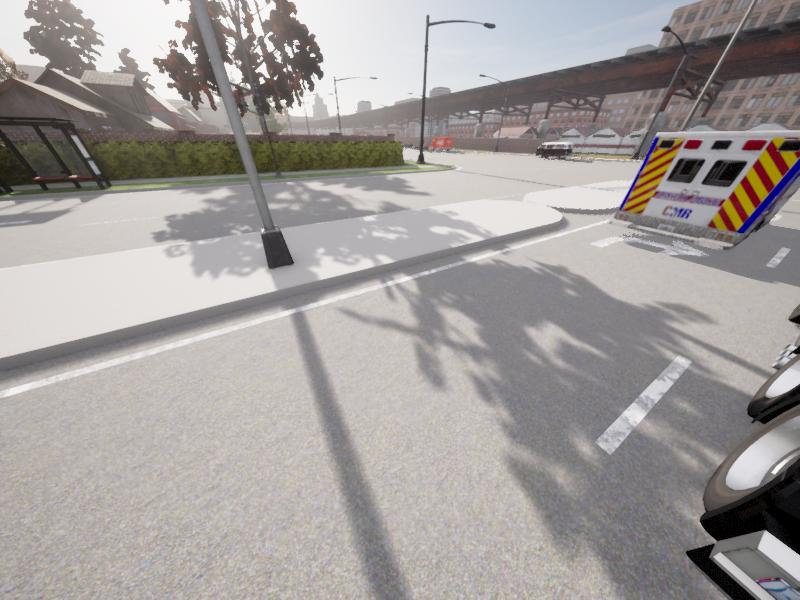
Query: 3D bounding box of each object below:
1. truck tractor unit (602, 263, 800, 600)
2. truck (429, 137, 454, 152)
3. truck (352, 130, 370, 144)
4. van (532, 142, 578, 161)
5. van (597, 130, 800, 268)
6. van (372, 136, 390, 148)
[{"bbox_3d":[5.108,-0.303,0.783,6.516,4.208,3.053,-18,39,-24],"label":"truck tractor unit"},{"bbox_3d":[8.840,-33.530,49.859,2.627,2.467,5.204,-18,37,-25],"label":"truck"},{"bbox_3d":[-13.788,-57.508,81.370,2.891,3.827,8.468,-18,40,-24],"label":"truck"},{"bbox_3d":[21.374,-20.696,32.075,2.069,2.038,4.480,-18,39,-25],"label":"van"},{"bbox_3d":[9.090,-3.176,6.501,6.366,2.431,2.351,-18,39,-24],"label":"van"},{"bbox_3d":[-5.271,-43.933,64.071,2.351,2.431,6.366,-18,40,-24],"label":"van"}]
